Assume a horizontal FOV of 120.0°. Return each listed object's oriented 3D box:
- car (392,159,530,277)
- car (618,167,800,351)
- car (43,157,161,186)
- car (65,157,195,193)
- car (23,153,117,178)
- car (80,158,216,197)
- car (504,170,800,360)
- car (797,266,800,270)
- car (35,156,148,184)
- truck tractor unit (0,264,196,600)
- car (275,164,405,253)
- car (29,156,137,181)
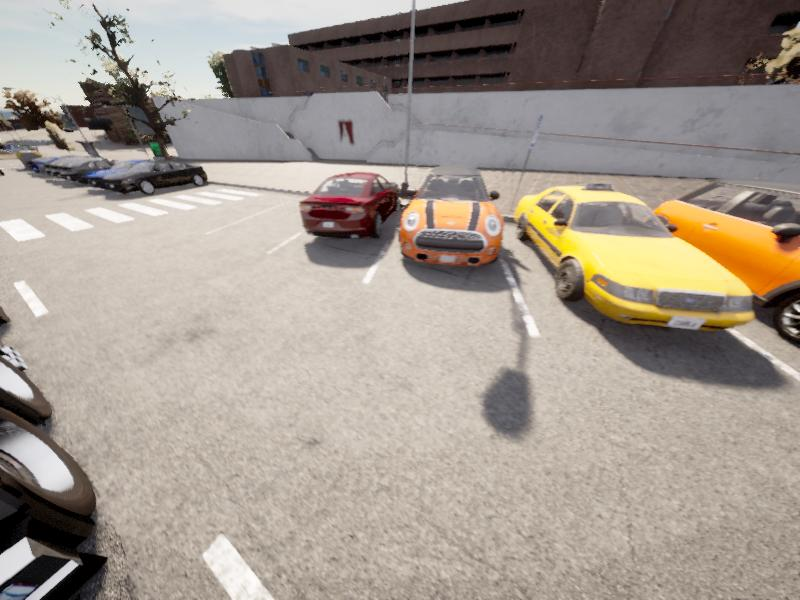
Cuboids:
[{"bbox_3d":[1.329,-2.548,6.089,2.185,1.767,4.553,6,34,8],"label":"car"},{"bbox_3d":[6.482,-0.866,3.632,2.185,1.767,4.553,6,35,8],"label":"car"},{"bbox_3d":[-21.803,-9.759,17.345,2.231,1.521,4.892,6,34,10],"label":"car"},{"bbox_3d":[-16.697,-8.156,14.831,2.097,1.535,5.008,6,34,9],"label":"car"},{"bbox_3d":[-31.828,-13.234,22.573,2.185,1.767,4.553,7,34,11],"label":"car"},{"bbox_3d":[-14.134,-7.353,13.581,2.097,1.535,5.008,5,34,9],"label":"car"},{"bbox_3d":[3.872,-1.488,4.749,1.946,1.575,5.366,6,35,8],"label":"car"},{"bbox_3d":[9.053,0.133,2.479,2.002,1.452,4.674,6,35,8],"label":"car"},{"bbox_3d":[-24.337,-10.580,18.635,2.231,1.521,4.892,6,34,10],"label":"car"},{"bbox_3d":[-5.116,-0.294,0.790,6.516,4.208,3.053,18,39,24],"label":"truck tractor unit"},{"bbox_3d":[-1.261,-3.256,7.361,2.097,1.535,5.008,5,34,9],"label":"car"},{"bbox_3d":[-26.855,-11.412,19.942,2.231,1.521,4.892,6,34,11],"label":"car"}]
